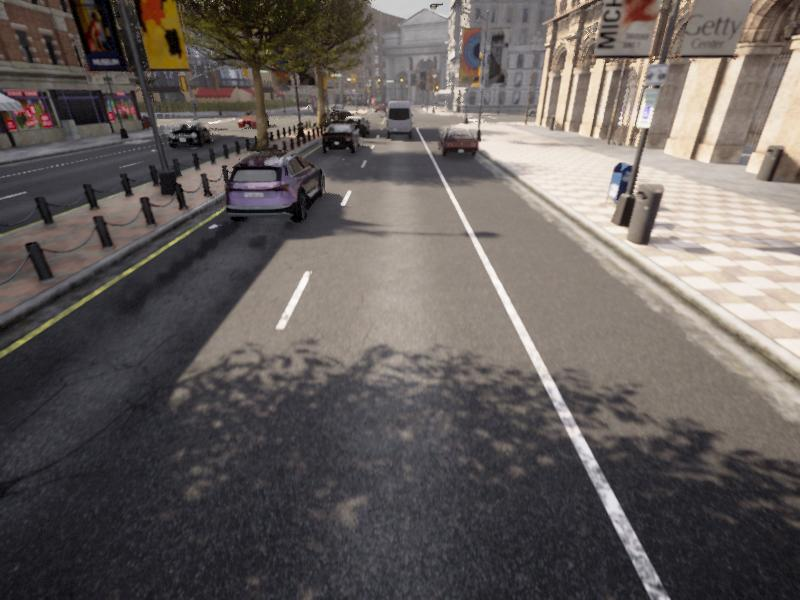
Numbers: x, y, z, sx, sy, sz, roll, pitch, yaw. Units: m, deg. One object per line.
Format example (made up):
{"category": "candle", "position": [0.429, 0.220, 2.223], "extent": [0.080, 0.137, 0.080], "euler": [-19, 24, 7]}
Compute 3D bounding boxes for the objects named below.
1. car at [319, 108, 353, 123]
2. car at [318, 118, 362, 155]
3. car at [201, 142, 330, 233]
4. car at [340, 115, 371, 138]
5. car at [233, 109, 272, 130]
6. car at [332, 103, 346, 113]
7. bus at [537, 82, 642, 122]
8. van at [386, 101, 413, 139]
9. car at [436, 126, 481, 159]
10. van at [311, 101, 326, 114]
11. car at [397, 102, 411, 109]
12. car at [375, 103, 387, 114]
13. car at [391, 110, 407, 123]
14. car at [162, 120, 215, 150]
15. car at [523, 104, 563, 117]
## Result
{"category": "car", "position": [-8.073, -23.213, 50.244], "extent": [1.837, 1.490, 4.892], "euler": [-21, 33, -36]}
{"category": "car", "position": [-3.536, -10.105, 24.533], "extent": [1.930, 1.638, 5.238], "euler": [0, 27, 0]}
{"category": "car", "position": [-3.514, -3.485, 11.663], "extent": [2.033, 1.649, 4.856], "euler": [0, 27, 0]}
{"category": "car", "position": [-3.544, -14.216, 32.713], "extent": [1.970, 1.475, 3.806], "euler": [1, 27, 2]}
{"category": "car", "position": [-15.064, -18.614, 41.167], "extent": [2.242, 1.667, 4.611], "euler": [0, 27, 0]}
{"category": "car", "position": [-11.621, -36.835, 76.627], "extent": [1.930, 1.638, 5.238], "euler": [0, 27, 0]}
{"category": "bus", "position": [22.959, -24.371, 49.194], "extent": [10.273, 4.253, 3.944], "euler": [0, 27, 1]}
{"category": "van", "position": [-0.046, -14.518, 32.099], "extent": [1.988, 2.561, 5.915], "euler": [0, 27, 0]}
{"category": "car", "position": [3.216, -9.132, 22.944], "extent": [1.895, 1.301, 4.718], "euler": [0, 27, 0]}
{"category": "van", "position": [-15.119, -35.886, 74.435], "extent": [1.775, 1.987, 4.442], "euler": [0, 27, 0]}
{"category": "car", "position": [0.962, -47.400, 97.347], "extent": [1.994, 1.385, 4.181], "euler": [12, 30, 22]}
{"category": "car", "position": [-3.623, -37.016, 77.216], "extent": [2.152, 1.651, 5.027], "euler": [0, 27, 0]}
{"category": "car", "position": [-0.076, -22.538, 49.075], "extent": [1.895, 1.301, 4.718], "euler": [0, 27, 0]}
{"category": "car", "position": [-13.908, -10.987, 26.524], "extent": [1.970, 1.475, 3.806], "euler": [-5, 28, -9]}
{"category": "car", "position": [20.966, -27.875, 58.911], "extent": [5.027, 1.651, 2.152], "euler": [0, 27, 0]}
